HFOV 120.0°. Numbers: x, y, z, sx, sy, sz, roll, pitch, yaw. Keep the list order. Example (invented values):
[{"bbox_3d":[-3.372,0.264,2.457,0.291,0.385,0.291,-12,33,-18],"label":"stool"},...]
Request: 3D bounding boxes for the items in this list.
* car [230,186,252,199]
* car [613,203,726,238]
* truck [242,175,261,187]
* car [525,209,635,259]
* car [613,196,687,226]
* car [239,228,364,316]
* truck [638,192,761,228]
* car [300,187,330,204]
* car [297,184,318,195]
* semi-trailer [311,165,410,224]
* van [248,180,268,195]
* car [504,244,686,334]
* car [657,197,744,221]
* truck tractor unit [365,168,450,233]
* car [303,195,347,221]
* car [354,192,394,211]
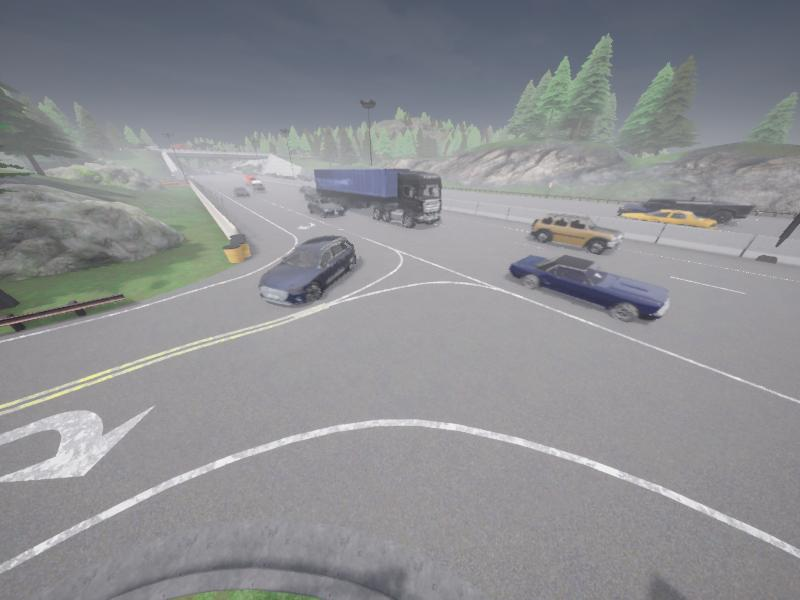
[{"bbox_3d":[-25.359,-17.140,36.799,1.837,1.490,4.892,-23,37,-34],"label":"car"},{"bbox_3d":[20.510,-6.293,17.924,1.801,1.575,5.366,-23,37,-34],"label":"car"},{"bbox_3d":[-37.413,-30.078,58.232,2.627,2.467,5.204,-23,37,-34],"label":"truck"},{"bbox_3d":[10.541,-4.180,13.972,1.932,1.855,4.605,-23,37,-34],"label":"car"},{"bbox_3d":[22.265,-8.101,20.745,1.905,1.878,3.866,-23,37,-34],"label":"car"},{"bbox_3d":[-3.501,-1.522,9.616,2.033,1.649,4.856,12,32,14],"label":"car"},{"bbox_3d":[26.559,-8.361,20.988,2.390,2.098,6.274,-23,37,-34],"label":"truck"},{"bbox_3d":[-11.981,-14.690,32.421,2.033,1.649,4.856,-23,37,-34],"label":"car"},{"bbox_3d":[-16.892,-20.181,42.192,1.994,1.385,4.181,-23,37,-34],"label":"car"},{"bbox_3d":[-4.799,-11.646,24.348,2.717,4.402,14.254,-23,37,-34],"label":"semi-trailer"},{"bbox_3d":[-26.071,-20.688,42.396,2.069,2.038,4.480,-21,36,-32],"label":"van"},{"bbox_3d":[6.743,-0.758,8.623,1.895,1.301,4.718,-23,37,-34],"label":"car"},{"bbox_3d":[29.443,-9.109,22.874,2.128,1.511,4.902,-23,37,-34],"label":"car"},{"bbox_3d":[0.329,-8.545,19.166,3.053,4.208,6.516,-22,37,-34],"label":"truck tractor unit"},{"bbox_3d":[-7.595,-9.376,23.223,2.152,1.651,5.027,-23,37,-34],"label":"car"},{"bbox_3d":[-3.219,-12.107,28.181,2.033,1.411,5.357,-23,37,-34],"label":"car"}]
